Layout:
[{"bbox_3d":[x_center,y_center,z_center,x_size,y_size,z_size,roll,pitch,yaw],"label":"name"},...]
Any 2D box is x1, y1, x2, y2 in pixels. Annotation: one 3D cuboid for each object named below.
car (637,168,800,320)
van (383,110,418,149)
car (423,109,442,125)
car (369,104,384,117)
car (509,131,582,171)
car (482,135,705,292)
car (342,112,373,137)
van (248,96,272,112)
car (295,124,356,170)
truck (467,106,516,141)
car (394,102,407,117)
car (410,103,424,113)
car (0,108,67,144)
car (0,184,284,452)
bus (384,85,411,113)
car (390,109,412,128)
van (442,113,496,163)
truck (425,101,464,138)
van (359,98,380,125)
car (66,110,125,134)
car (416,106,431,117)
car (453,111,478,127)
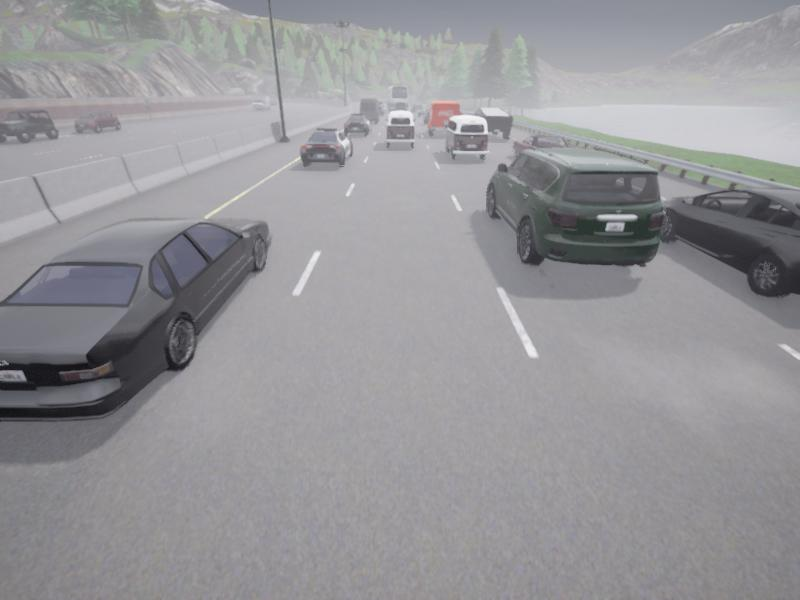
[{"bbox_3d":[7.006,-1.391,7.761,2.007,1.525,4.514,1,27,0],"label":"car"},{"bbox_3d":[0.037,-11.157,25.988,2.069,2.038,4.480,1,27,0],"label":"van"},{"bbox_3d":[3.568,-20.576,44.927,1.816,1.474,4.193,0,27,0],"label":"car"},{"bbox_3d":[-3.422,-28.192,59.487,2.007,1.525,4.514,0,27,-1],"label":"car"},{"bbox_3d":[7.024,-7.523,19.898,1.895,1.301,4.718,1,27,0],"label":"car"},{"bbox_3d":[3.511,-2.336,8.958,2.150,2.045,5.566,0,27,0],"label":"car"},{"bbox_3d":[-3.450,-14.598,33.148,2.038,1.542,4.974,1,28,0],"label":"car"},{"bbox_3d":[-24.899,-35.212,71.672,2.351,2.431,6.366,-1,27,-4],"label":"van"},{"bbox_3d":[-3.473,-7.628,19.641,2.038,1.542,4.974,1,28,0],"label":"car"},{"bbox_3d":[7.049,-14.011,31.598,2.390,2.098,6.274,1,27,0],"label":"truck"},{"bbox_3d":[0.076,-28.797,60.334,1.905,1.878,3.866,0,27,-1],"label":"car"},{"bbox_3d":[3.051,-35.284,73.439,2.007,1.525,4.514,-2,27,-5],"label":"car"},{"bbox_3d":[-24.461,-11.373,26.079,1.905,1.878,3.866,1,27,0],"label":"car"},{"bbox_3d":[-3.496,-0.430,5.836,2.033,1.411,5.357,1,27,0],"label":"car"},{"bbox_3d":[-0.684,-37.193,74.005,3.944,4.253,10.273,-2,27,-5],"label":"bus"},{"bbox_3d":[0.062,-18.816,41.404,2.128,1.511,4.902,1,27,0],"label":"car"},{"bbox_3d":[3.532,-8.811,21.517,2.069,2.038,4.480,1,28,0],"label":"van"},{"bbox_3d":[3.553,-15.107,33.249,2.627,2.467,5.204,1,27,0],"label":"truck"},{"bbox_3d":[-3.420,-21.672,45.751,1.988,2.561,5.915,1,27,0],"label":"van"},{"bbox_3d":[-24.452,-14.402,32.319,1.789,1.549,3.705,1,27,0],"label":"car"},{"bbox_3d":[3.570,-28.613,60.696,1.895,1.301,4.718,0,27,-1],"label":"car"},{"bbox_3d":[7.064,-19.674,43.444,1.895,1.301,4.718,1,27,0],"label":"car"}]
